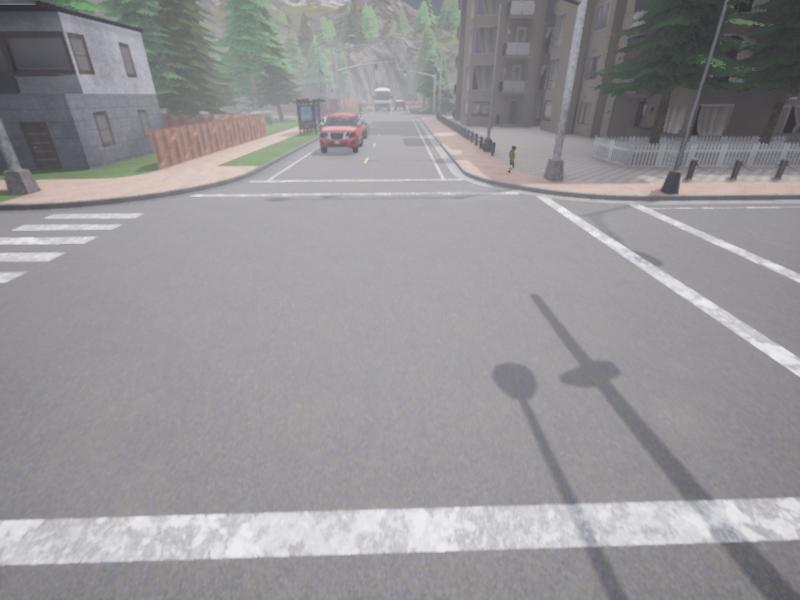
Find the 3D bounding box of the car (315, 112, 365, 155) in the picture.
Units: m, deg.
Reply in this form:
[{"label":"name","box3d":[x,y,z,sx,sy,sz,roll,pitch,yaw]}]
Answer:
[{"label":"car","box3d":[-3.498,-10.321,24.527,2.150,2.045,5.566,0,27,0]}]

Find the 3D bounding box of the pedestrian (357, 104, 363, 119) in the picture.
[{"label":"pedestrian","box3d":[-5.593,-26.452,56.128,0.751,1.860,0.751,-1,27,-2]}]

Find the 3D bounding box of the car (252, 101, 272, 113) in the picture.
[{"label":"car","box3d":[-25.022,-35.022,72.601,1.932,1.855,4.605,-1,27,-1]}]

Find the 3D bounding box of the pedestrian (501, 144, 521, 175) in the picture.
[{"label":"pedestrian","box3d":[4.383,-5.567,15.885,0.500,1.100,0.500,-2,27,-5]}]

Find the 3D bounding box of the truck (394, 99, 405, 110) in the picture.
[{"label":"truck","box3d":[-0.005,-44.141,90.382,2.390,2.098,6.274,0,27,0]}]

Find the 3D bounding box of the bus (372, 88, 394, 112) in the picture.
[{"label":"bus","box3d":[-3.384,-41.583,83.049,3.944,4.253,10.273,0,27,0]}]

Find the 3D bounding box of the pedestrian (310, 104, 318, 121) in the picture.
[{"label":"pedestrian","box3d":[-10.477,-22.827,48.742,0.751,1.860,0.751,-1,27,-2]}]

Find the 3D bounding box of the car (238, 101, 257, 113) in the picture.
[{"label":"car","box3d":[-27.527,-34.814,72.206,1.905,1.878,3.866,-1,27,-1]}]

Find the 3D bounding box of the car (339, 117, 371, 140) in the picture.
[{"label":"car","box3d":[-3.499,-13.669,31.796,1.994,1.385,4.181,0,27,0]}]
